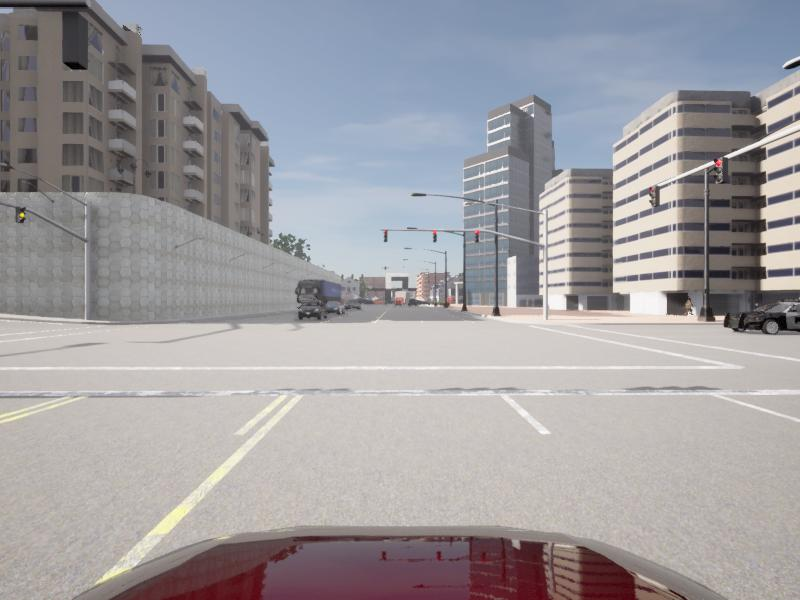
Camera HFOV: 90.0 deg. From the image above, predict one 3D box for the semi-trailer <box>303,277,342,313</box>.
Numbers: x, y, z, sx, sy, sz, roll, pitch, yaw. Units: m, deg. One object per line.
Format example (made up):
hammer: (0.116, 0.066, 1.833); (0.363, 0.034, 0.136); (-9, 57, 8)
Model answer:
semi-trailer: (-10.690, -0.618, 57.147); (2.717, 4.402, 14.254); (0, 0, 0)

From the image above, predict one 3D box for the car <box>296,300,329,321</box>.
car: (-7.138, 0.788, 33.005); (1.851, 1.617, 3.988); (0, 0, 0)

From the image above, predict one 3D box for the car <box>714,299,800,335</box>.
car: (18.269, 0.771, 18.959); (5.238, 1.638, 1.930); (0, 0, -1)

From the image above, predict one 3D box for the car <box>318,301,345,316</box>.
car: (-7.198, 0.828, 42.692); (2.038, 1.542, 4.974); (0, 0, 0)

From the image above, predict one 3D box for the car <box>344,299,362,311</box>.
car: (-7.286, 0.756, 61.979); (2.242, 1.667, 4.611); (0, 0, 0)

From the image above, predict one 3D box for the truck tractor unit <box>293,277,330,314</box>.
truck tractor unit: (-10.726, -0.523, 49.233); (3.053, 4.208, 6.516); (0, 0, 0)

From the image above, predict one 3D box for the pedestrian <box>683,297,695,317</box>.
pedestrian: (28.444, 0.683, 39.364); (0.751, 1.860, 0.751); (0, 0, 16)
